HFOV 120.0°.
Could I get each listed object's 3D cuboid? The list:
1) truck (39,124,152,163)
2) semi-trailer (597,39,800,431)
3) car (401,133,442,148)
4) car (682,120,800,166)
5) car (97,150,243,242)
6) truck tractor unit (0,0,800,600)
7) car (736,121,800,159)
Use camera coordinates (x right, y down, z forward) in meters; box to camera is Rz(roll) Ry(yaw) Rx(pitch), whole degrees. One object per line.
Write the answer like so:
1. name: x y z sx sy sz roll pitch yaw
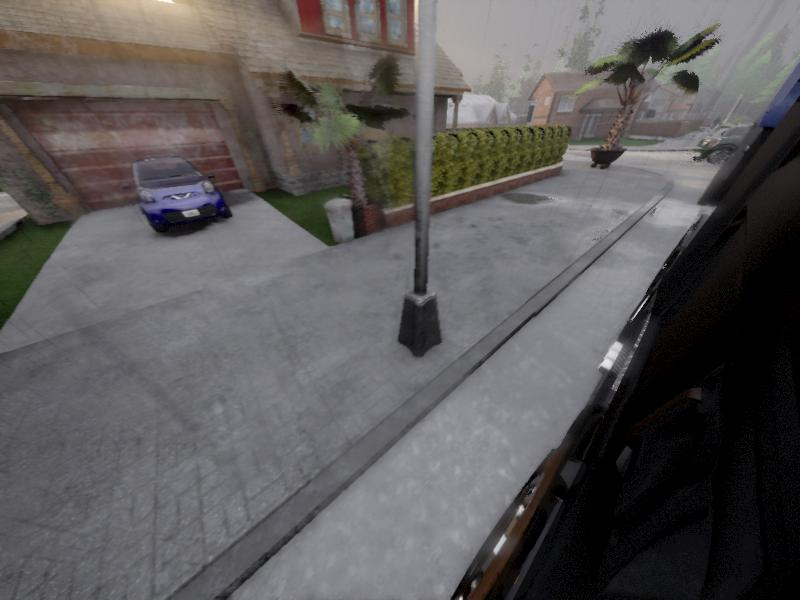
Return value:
1. truck: -41.258 -21.840 32.071 8.468 3.827 2.891 -28 44 -30
2. semi-trailer: 8.720 -3.574 4.228 14.254 4.402 2.717 -28 44 -30
3. car: 2.723 -20.896 30.283 2.033 1.411 5.357 -28 44 -30
4. car: 18.567 -8.043 11.830 4.553 1.767 2.097 16 40 23
5. car: -6.112 -3.053 6.295 1.845 1.501 3.633 -30 45 -32
6. truck tractor unit: 2.645 -0.295 0.351 6.516 4.208 3.053 -28 44 -30
7. car: 23.376 -10.148 14.497 5.238 1.638 1.930 -28 44 -30
